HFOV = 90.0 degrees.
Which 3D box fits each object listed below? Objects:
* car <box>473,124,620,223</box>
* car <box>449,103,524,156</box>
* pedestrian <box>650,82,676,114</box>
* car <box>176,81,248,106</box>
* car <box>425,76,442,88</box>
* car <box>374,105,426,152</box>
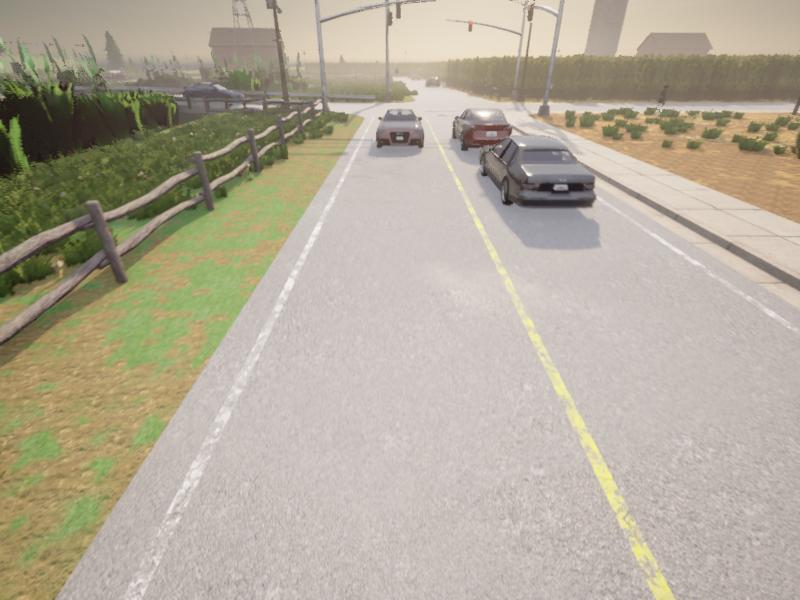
[{"bbox_3d":[3.482,-3.671,10.846,2.033,1.411,5.357,0,30,0],"label":"car"},{"bbox_3d":[3.475,-7.442,17.181,2.163,1.488,4.792,0,30,0],"label":"car"},{"bbox_3d":[18.059,-13.901,27.536,0.751,1.860,0.751,-2,30,-3],"label":"pedestrian"},{"bbox_3d":[-14.840,-16.432,31.814,4.674,1.442,1.812,4,31,1],"label":"car"},{"bbox_3d":[5.325,-35.432,64.921,2.163,1.488,4.792,-1,30,-2],"label":"car"},{"bbox_3d":[0.002,-7.611,17.579,1.994,1.385,4.181,0,30,0],"label":"car"}]
